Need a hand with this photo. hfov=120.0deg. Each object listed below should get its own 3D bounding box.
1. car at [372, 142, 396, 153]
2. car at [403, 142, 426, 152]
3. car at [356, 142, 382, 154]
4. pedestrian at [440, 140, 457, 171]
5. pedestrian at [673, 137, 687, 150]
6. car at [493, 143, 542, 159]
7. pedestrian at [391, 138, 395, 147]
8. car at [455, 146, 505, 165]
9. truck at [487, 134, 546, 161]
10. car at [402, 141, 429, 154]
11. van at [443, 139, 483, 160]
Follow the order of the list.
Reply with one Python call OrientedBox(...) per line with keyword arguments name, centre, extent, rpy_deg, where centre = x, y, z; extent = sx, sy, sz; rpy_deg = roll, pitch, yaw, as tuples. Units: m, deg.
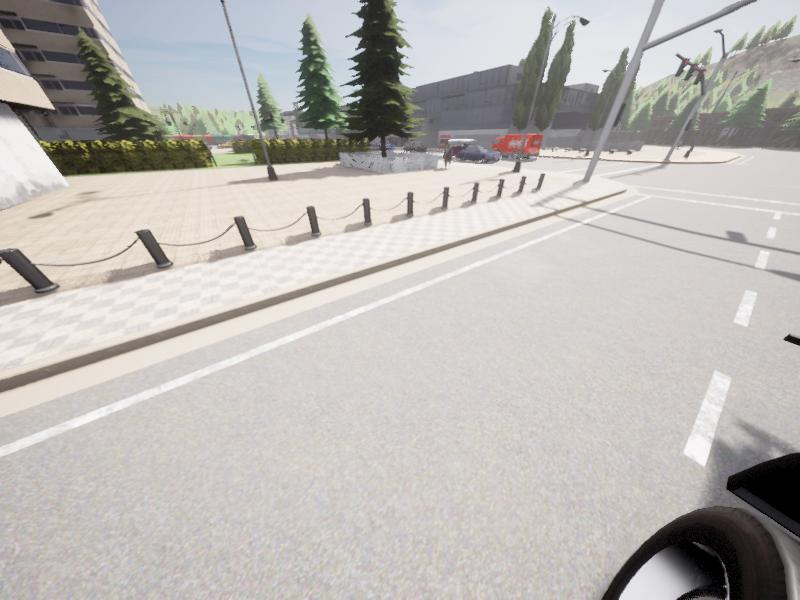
OrientedBox(name="car", centre=(-2.870, -27.508, 41.607), extent=(1.882, 1.535, 5.008), rpy_deg=(-22, 40, -28))
OrientedBox(name="car", centre=(2.791, -29.884, 44.972), extent=(1.837, 1.490, 4.892), rpy_deg=(-22, 41, -28))
OrientedBox(name="car", centre=(-5.369, -26.074, 39.520), extent=(2.152, 1.651, 5.027), rpy_deg=(-22, 41, -28))
OrientedBox(name="pedestrian", centre=(3.604, -10.786, 17.250), extent=(0.751, 1.860, 0.751), rpy_deg=(25, 42, 31))
OrientedBox(name="pedestrian", centre=(50.360, -28.168, 41.551), extent=(0.751, 1.860, 0.751), rpy_deg=(-26, 43, -32))
OrientedBox(name="car", centre=(15.266, -19.715, 30.378), extent=(1.801, 1.575, 5.366), rpy_deg=(-22, 41, -28))
OrientedBox(name="pedestrian", centre=(-1.788, -39.103, 57.457), extent=(0.751, 1.860, 0.751), rpy_deg=(-17, 38, -22))
OrientedBox(name="car", centre=(8.087, -14.995, 23.858), extent=(1.812, 1.442, 4.674), rpy_deg=(-22, 41, -28))
OrientedBox(name="truck", centre=(13.462, -18.039, 27.243), extent=(2.627, 2.467, 5.204), rpy_deg=(-22, 41, -28))
OrientedBox(name="car", centre=(2.543, -26.648, 40.233), extent=(2.242, 1.667, 4.611), rpy_deg=(-22, 41, -28))
OrientedBox(name="van", centre=(7.779, -18.993, 29.016), extent=(2.069, 2.038, 4.480), rpy_deg=(-22, 40, -28))
